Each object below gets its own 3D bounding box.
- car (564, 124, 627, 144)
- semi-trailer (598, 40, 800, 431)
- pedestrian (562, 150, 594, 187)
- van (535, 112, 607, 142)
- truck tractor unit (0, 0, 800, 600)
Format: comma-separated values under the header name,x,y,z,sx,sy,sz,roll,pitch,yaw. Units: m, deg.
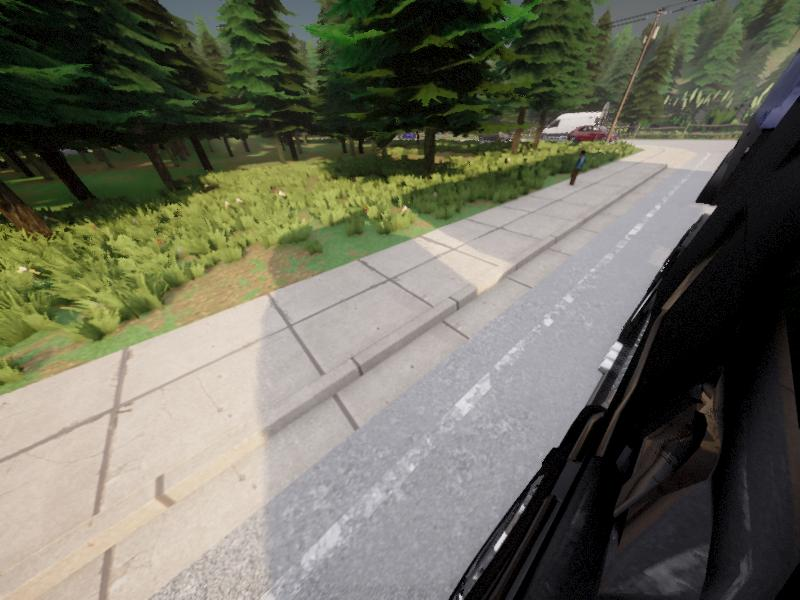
name,x,y,z,sx,sy,sz,roll,pitch,yaw
car,19.368,-16.547,23.082,1.816,1.474,4.193,-26,43,-28
semi-trailer,8.675,-3.633,4.233,14.254,4.402,2.717,-29,44,-30
pedestrian,6.383,-4.718,8.297,0.500,1.100,0.500,25,45,32
van,19.631,-20.168,26.994,1.988,2.561,5.915,-26,43,-28
truck tractor unit,2.645,-0.295,0.351,6.516,4.208,3.053,-28,44,-30
